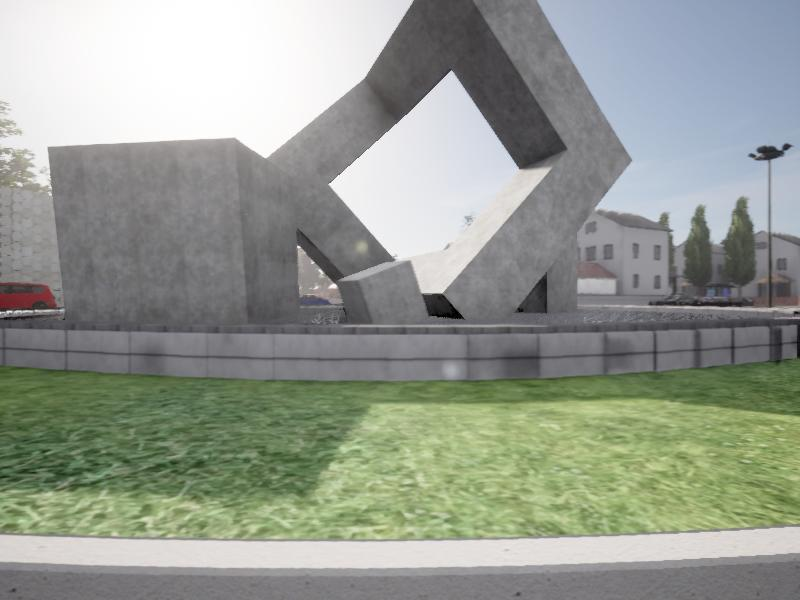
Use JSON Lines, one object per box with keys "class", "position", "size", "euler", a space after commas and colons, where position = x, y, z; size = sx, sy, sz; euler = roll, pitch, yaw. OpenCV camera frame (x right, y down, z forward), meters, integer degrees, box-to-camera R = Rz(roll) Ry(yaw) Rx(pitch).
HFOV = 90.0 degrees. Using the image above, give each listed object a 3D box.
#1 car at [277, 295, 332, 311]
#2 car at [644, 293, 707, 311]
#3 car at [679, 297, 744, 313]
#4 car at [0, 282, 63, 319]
{"class": "car", "position": [-9.468, 0.296, 39.639], "size": [5.008, 1.535, 1.882], "euler": [0, 0, -21]}
{"class": "car", "position": [26.096, 0.222, 37.941], "size": [5.238, 1.638, 1.930], "euler": [0, 0, -13]}
{"class": "car", "position": [26.867, 0.388, 34.551], "size": [4.718, 1.301, 1.895], "euler": [0, 0, -13]}
{"class": "car", "position": [-23.276, 0.020, 23.110], "size": [2.150, 2.045, 5.566], "euler": [0, 0, 14]}
